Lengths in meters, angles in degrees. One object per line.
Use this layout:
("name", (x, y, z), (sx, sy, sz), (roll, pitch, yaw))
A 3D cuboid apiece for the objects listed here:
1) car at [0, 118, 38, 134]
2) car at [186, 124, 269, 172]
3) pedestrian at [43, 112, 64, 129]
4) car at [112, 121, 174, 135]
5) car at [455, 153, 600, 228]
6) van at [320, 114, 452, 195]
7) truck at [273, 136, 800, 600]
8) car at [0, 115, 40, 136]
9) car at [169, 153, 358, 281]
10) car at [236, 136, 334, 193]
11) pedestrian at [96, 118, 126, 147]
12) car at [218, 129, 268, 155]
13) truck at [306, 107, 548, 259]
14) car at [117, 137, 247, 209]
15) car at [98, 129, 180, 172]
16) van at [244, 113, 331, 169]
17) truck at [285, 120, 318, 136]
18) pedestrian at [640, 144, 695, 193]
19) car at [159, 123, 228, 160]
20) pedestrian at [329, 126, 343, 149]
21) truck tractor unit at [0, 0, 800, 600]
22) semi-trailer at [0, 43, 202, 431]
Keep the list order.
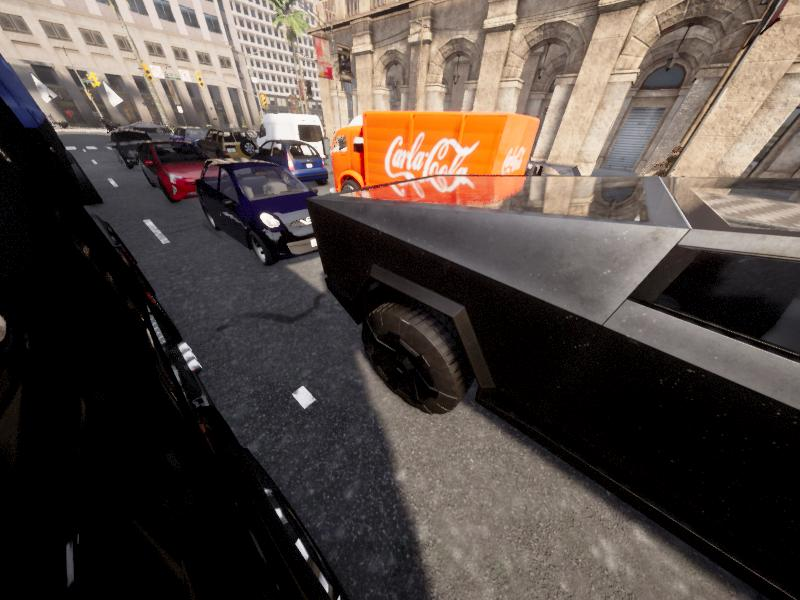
("car", (-42.831, -18.659, 24.724), (1.994, 1.385, 4.181), (28, 44, 30))
("car", (-9.753, -8.677, 13.051), (4.605, 1.855, 1.932), (28, 44, 30))
("pedestrian", (-47.144, -24.418, 31.439), (0.751, 1.860, 0.751), (30, 44, 31))
("car", (-35.320, -23.714, 31.930), (2.033, 1.411, 5.357), (28, 44, 30))
("car", (4.038, -3.861, 7.778), (3.633, 1.501, 1.845), (28, 44, 30))
("van", (-0.890, -6.925, 10.719), (5.915, 2.561, 1.988), (28, 44, 30))
("truck", (2.231, 0.432, 1.454), (6.274, 2.098, 2.390), (28, 44, 30))
("car", (-40.358, -17.190, 22.691), (1.930, 1.638, 5.238), (28, 44, 30))
("car", (-2.883, -2.078, 4.960), (3.633, 1.501, 1.845), (28, 44, 30))
("car", (-4.978, -5.994, 9.994), (3.988, 1.617, 1.851), (28, 44, 30))
("pedestrian", (-23.309, -13.533, 18.657), (0.751, 1.860, 0.751), (32, 46, 33))
("car", (-12.781, -12.898, 18.789), (3.633, 1.501, 1.845), (29, 44, 30))
("truck", (0.350, -3.479, 6.247), (5.204, 2.467, 2.627), (28, 44, 30))
("car", (-7.662, -4.660, 8.110), (4.514, 1.525, 2.007), (28, 44, 30))
("car", (-13.915, -8.044, 12.264), (4.892, 1.490, 1.837), (29, 44, 30))
("van", (-7.283, -10.371, 14.919), (5.915, 2.561, 1.988), (28, 44, 30))
("truck", (-19.775, -34.579, 46.525), (2.627, 2.467, 5.204), (28, 44, 30))
("pedestrian", (12.237, -6.068, 10.673), (0.751, 1.860, 0.751), (24, 42, 26))
("car", (-14.384, -11.117, 16.088), (4.553, 1.767, 2.097), (28, 44, 30))
("pedestrian", (-6.468, -16.483, 23.406), (0.751, 1.860, 0.751), (23, 41, 25))
("truck tractor unit", (-2.645, -0.295, 0.351), (6.516, 4.208, 3.053), (28, 44, 30))
("semi-trailer", (-8.694, -3.610, 4.228), (14.254, 4.402, 2.717), (28, 44, 30))
